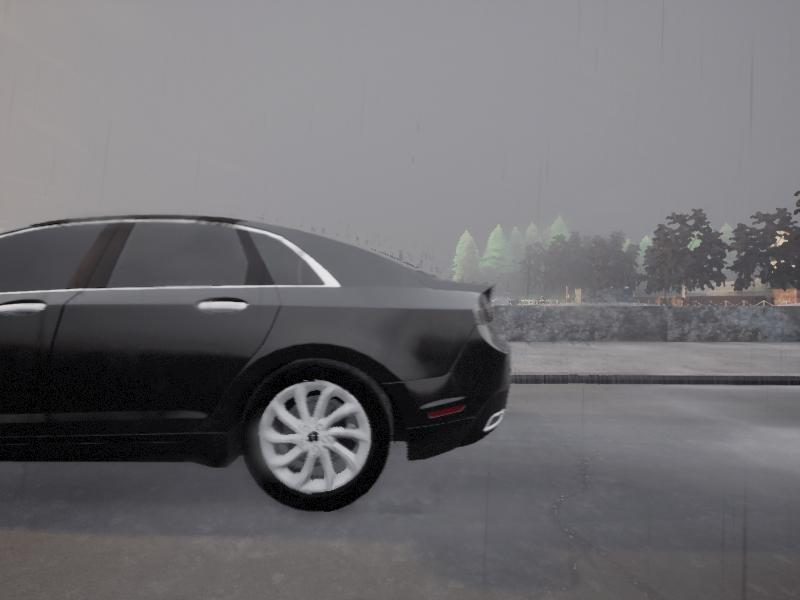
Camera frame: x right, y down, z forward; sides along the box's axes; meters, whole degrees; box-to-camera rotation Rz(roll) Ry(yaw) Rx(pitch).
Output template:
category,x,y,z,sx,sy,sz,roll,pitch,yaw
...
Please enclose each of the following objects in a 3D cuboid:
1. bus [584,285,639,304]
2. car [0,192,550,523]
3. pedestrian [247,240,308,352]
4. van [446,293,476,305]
category,x,y,z,sx,sy,sz,roll,pitch,yaw
bus,48.255,-1.139,91.497,10.273,4.253,3.944,0,0,2
car,-1.743,0.246,2.797,4.892,1.490,1.837,0,0,2
pedestrian,-2.146,-0.067,7.070,0.751,1.860,0.751,0,0,14
van,13.554,-0.227,88.754,6.366,2.431,2.351,0,0,2
